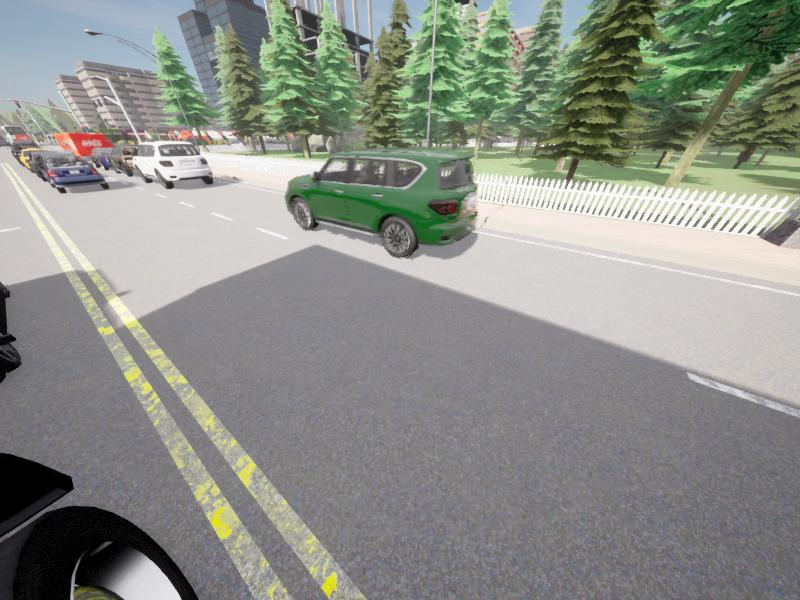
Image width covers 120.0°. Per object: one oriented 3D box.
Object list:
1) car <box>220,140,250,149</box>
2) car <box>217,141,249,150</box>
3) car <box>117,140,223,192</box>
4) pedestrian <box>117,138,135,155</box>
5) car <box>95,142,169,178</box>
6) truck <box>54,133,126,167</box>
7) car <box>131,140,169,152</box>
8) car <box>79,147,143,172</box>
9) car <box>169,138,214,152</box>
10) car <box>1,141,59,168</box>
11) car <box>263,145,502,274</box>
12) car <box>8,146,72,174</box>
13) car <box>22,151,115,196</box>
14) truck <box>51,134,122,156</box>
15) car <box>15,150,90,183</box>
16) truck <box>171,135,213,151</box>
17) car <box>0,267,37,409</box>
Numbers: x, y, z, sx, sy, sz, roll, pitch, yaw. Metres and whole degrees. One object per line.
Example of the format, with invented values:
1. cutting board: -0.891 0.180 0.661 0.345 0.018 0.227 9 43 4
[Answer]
1. car: -36.963 -35.018 51.954 2.033 1.649 4.856 21 40 26
2. car: -35.233 -32.795 48.909 2.038 1.542 4.974 21 40 26
3. car: -12.731 -7.551 12.774 5.566 2.045 2.150 22 40 27
4. pedestrian: -36.423 -20.444 30.771 0.751 1.860 0.751 26 43 32
5. car: -18.718 -9.858 16.152 4.605 1.855 1.932 22 40 27
6. truck: -29.376 -14.326 21.910 5.204 2.467 2.627 22 40 27
7. car: -45.118 -27.849 41.751 1.851 1.617 3.988 22 41 28
8. car: -24.112 -11.833 19.265 4.792 1.488 2.163 22 40 27
9. car: -39.278 -29.417 43.636 2.150 2.045 5.566 21 40 26
10. car: -33.444 -13.258 20.877 4.605 1.855 1.932 22 40 27
11. car: -0.718 -2.795 6.102 5.566 2.045 2.150 22 41 28
12. car: -27.628 -10.828 17.727 5.366 1.575 1.801 22 40 27
13. car: -16.643 -6.462 11.627 3.705 1.549 1.789 22 40 27
14. truck: -44.236 -22.169 32.940 5.204 2.467 2.627 -26 43 -32
15. car: -21.862 -8.497 14.550 4.193 1.474 1.816 22 40 27
16. truck: -41.367 -31.445 46.144 2.627 2.467 5.204 20 40 26
17. car: -6.037 0.219 2.300 3.806 1.475 1.970 22 41 28
